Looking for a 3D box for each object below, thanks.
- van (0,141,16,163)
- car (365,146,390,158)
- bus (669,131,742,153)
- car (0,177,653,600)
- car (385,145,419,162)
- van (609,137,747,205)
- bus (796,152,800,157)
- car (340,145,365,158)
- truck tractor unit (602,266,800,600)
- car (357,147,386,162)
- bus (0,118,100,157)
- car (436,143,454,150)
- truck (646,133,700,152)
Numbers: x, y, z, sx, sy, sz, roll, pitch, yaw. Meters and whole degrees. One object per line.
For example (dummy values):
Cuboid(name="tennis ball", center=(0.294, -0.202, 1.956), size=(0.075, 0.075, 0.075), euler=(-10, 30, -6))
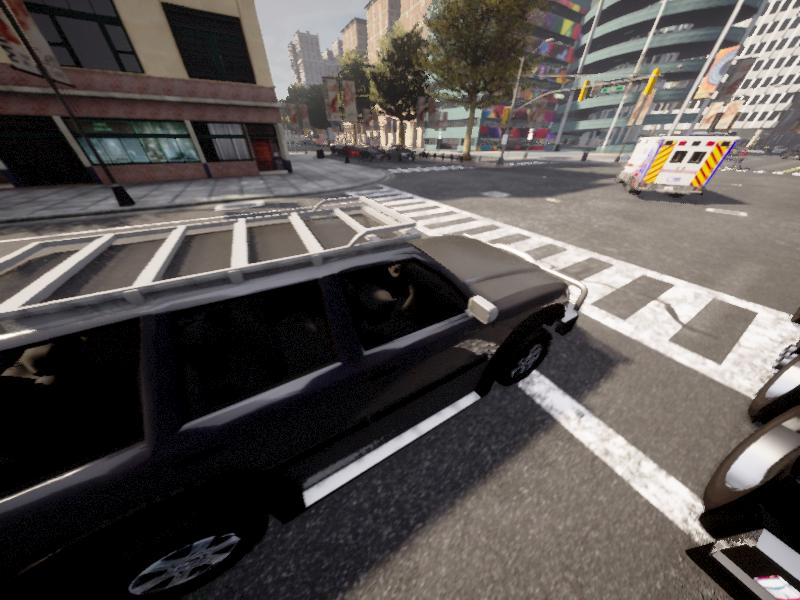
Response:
Cuboid(name="van", center=(-43.494, -15.228, 23.726), size=(2.069, 2.038, 4.480), euler=(-18, 39, -24))
Cuboid(name="car", center=(-3.449, -22.542, 35.170), size=(1.994, 1.385, 4.181), euler=(-18, 39, -25))
Cuboid(name="bus", center=(76.904, -40.250, 58.777), size=(3.944, 4.253, 10.273), euler=(-2, 35, -4))
Cuboid(name="car", center=(-0.444, 0.152, 2.135), size=(4.605, 1.855, 1.932), euler=(-18, 39, -24))
Cuboid(name="car", center=(0.175, -19.070, 29.946), size=(2.242, 1.667, 4.611), euler=(-18, 39, -24))
Cuboid(name="van", center=(13.661, -7.114, 12.219), size=(2.351, 2.431, 6.366), euler=(18, 39, 23))
Cuboid(name="bus", center=(73.027, -25.454, 37.480), size=(3.944, 4.253, 10.273), euler=(20, 39, 25))
Cuboid(name="car", center=(-7.119, -22.256, 34.589), size=(2.007, 1.525, 4.514), euler=(-18, 39, -24))
Cuboid(name="truck tractor unit", center=(5.112, -0.299, 0.778), size=(6.516, 4.208, 3.053), euler=(-18, 39, -24))
Cuboid(name="car", center=(-3.757, -18.931, 29.913), size=(1.812, 1.442, 4.674), euler=(-18, 39, -24))
Cuboid(name="bus", center=(-52.161, -24.588, 35.171), size=(3.944, 4.253, 10.273), euler=(-18, 39, -24))
Cuboid(name="car", center=(12.357, -42.182, 63.265), size=(2.161, 1.482, 4.786), euler=(-18, 39, -24))
Cuboid(name="truck", center=(69.966, -40.615, 59.616), size=(2.891, 3.827, 8.468), euler=(0, 35, -1))
